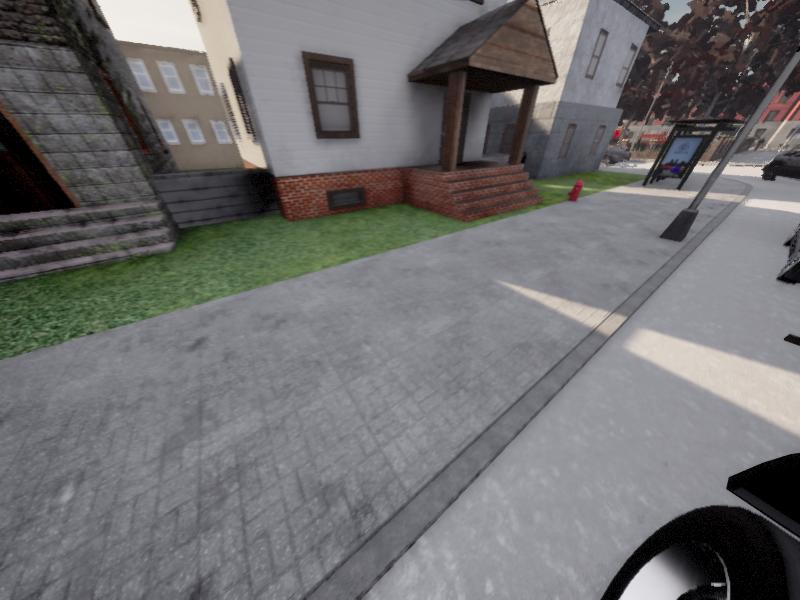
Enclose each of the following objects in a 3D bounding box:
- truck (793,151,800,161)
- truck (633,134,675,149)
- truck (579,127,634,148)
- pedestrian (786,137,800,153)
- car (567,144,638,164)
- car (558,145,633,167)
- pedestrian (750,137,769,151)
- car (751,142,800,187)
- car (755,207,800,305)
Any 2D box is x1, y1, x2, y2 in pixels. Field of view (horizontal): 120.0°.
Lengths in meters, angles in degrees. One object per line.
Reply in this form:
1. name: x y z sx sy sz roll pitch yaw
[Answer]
1. truck: 44.493 -16.041 24.068 5.204 2.467 2.627 -22 41 -28
2. truck: 54.180 -33.997 49.412 2.627 2.467 5.204 -23 41 -28
3. truck: 48.920 -38.854 55.168 2.891 3.827 8.468 -22 41 -28
4. pedestrian: 57.644 -22.505 33.588 0.751 1.860 0.751 -25 42 -30
5. car: 20.884 -15.317 24.095 2.128 1.511 4.902 -22 41 -28
6. car: 18.106 -13.597 21.703 1.837 1.490 4.892 -22 40 -28
7. pedestrian: 55.940 -24.279 35.938 0.751 1.860 0.751 -22 41 -28
8. car: 21.865 -6.889 11.829 1.932 1.855 4.605 16 38 19
9. car: 8.829 -1.075 4.034 4.902 1.511 2.128 -22 41 -28
